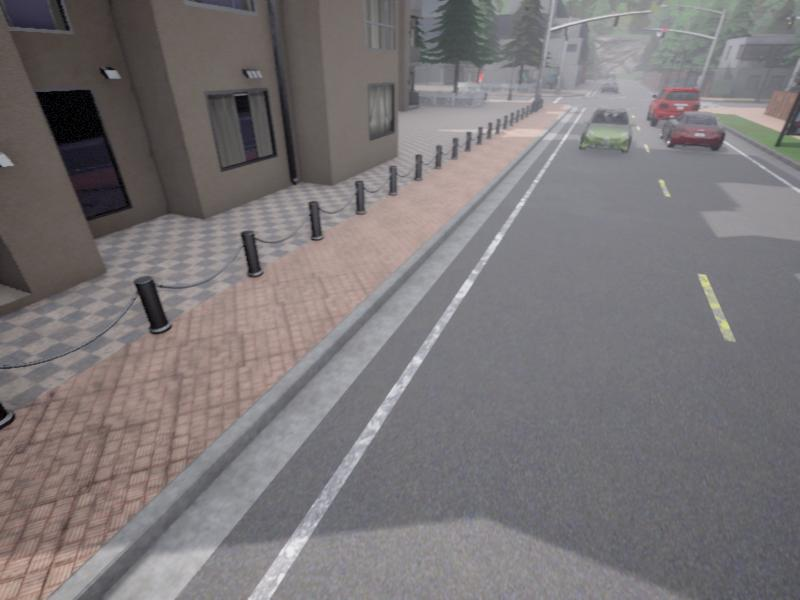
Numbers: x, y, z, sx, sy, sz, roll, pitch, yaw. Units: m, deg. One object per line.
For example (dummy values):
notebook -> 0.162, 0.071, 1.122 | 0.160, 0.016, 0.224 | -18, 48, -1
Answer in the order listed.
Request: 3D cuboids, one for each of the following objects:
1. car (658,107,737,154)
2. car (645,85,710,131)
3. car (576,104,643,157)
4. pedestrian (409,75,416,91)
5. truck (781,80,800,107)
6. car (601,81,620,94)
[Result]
car -> 13.194, -7.754, 18.047 | 1.994, 1.385, 4.181 | 13, 33, 21
car -> 16.524, -11.703, 24.160 | 2.150, 2.045, 5.566 | 13, 33, 21
car -> 9.023, -7.480, 17.370 | 2.007, 1.525, 4.514 | 13, 33, 21
pedestrian -> 1.646, -28.416, 52.366 | 0.751, 1.860, 0.751 | 12, 32, 19
truck -> 39.104, -18.533, 36.015 | 6.274, 2.098, 2.390 | 9, 31, 14
car -> 28.312, -28.610, 53.841 | 1.994, 1.385, 4.181 | 13, 33, 21
